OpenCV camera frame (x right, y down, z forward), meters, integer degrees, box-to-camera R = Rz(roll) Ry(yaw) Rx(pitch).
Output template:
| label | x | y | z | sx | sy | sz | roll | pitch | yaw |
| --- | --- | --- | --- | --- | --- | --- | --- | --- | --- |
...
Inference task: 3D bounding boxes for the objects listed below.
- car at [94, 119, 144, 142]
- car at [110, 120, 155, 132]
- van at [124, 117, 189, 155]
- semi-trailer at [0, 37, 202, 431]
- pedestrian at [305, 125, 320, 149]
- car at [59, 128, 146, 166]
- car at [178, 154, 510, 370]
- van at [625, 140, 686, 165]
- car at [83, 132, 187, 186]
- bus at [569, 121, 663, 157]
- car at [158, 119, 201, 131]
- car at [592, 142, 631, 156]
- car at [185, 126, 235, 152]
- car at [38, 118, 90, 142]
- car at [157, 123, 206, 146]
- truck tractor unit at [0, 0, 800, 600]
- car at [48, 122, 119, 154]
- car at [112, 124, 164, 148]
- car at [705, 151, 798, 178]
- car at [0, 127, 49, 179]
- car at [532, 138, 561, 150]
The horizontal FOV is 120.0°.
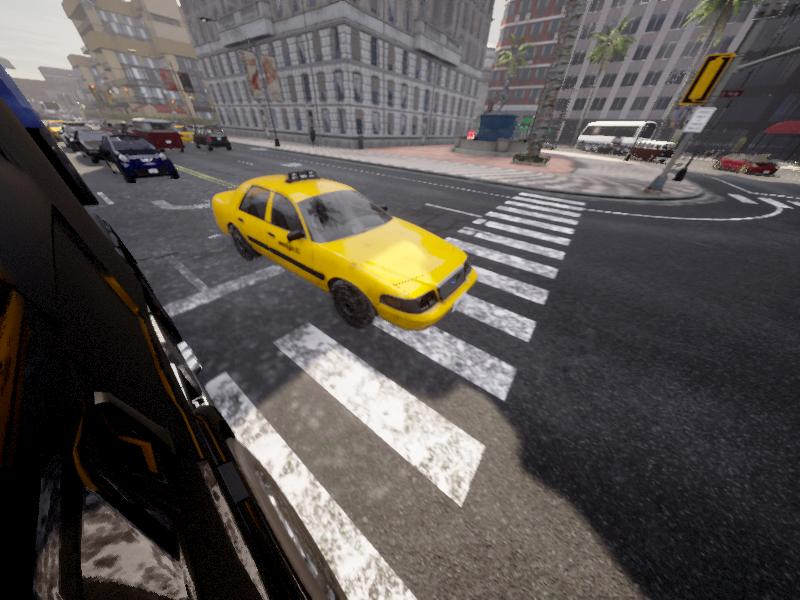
| label | x | y | z | sx | sy | sz | roll | pitch | yaw |
| --- | --- | --- | --- | --- | --- | --- | --- | --- | --- |
| car | -28.168 | -16.980 | 23.135 | 4.611 | 1.667 | 2.242 | 29 | 44 | 30 |
| car | -42.765 | -27.896 | 37.032 | 1.994 | 1.385 | 4.181 | 26 | 43 | 28 |
| van | -18.112 | -12.263 | 17.217 | 4.442 | 1.987 | 1.775 | 26 | 43 | 28 |
| semi-trailer | -8.745 | -3.574 | 4.180 | 14.254 | 4.402 | 2.717 | 28 | 43 | 29 |
| pedestrian | -8.248 | -15.463 | 21.938 | 0.751 | 1.860 | 0.751 | 31 | 45 | 32 |
| car | -17.170 | -8.914 | 13.298 | 5.357 | 1.411 | 2.033 | 26 | 43 | 28 |
| car | -1.359 | -1.294 | 3.976 | 5.366 | 1.575 | 1.801 | 26 | 43 | 28 |
| van | 29.790 | -17.475 | 27.218 | 2.069 | 2.038 | 4.480 | 4 | 37 | 1 |
| car | -11.110 | -6.033 | 9.725 | 3.633 | 1.501 | 1.845 | 26 | 43 | 28 |
| bus | 34.892 | -26.892 | 38.283 | 3.944 | 4.253 | 10.273 | -7 | 38 | -14 |
| car | -41.186 | -32.686 | 43.306 | 1.930 | 1.638 | 5.238 | 26 | 43 | 28 |
| car | 32.417 | -23.187 | 35.490 | 1.970 | 1.475 | 3.806 | -7 | 38 | -13 |
| car | -16.178 | -13.778 | 19.726 | 3.705 | 1.549 | 1.789 | 26 | 43 | 28 |
| car | -31.258 | -15.822 | 21.464 | 5.366 | 1.575 | 1.801 | 26 | 42 | 27 |
| car | -21.775 | -16.512 | 22.997 | 5.366 | 1.575 | 1.801 | 26 | 42 | 28 |
| truck tractor unit | -2.645 | -0.295 | 0.351 | 6.516 | 4.208 | 3.053 | 28 | 44 | 30 |
| car | -22.527 | -11.588 | 16.411 | 4.974 | 1.542 | 2.038 | 26 | 43 | 28 |
| car | -22.880 | -14.375 | 20.159 | 4.193 | 1.474 | 1.816 | 26 | 42 | 28 |
| car | 31.676 | -12.494 | 21.152 | 2.163 | 1.488 | 4.792 | 12 | 38 | 12 |
| car | -16.611 | -6.072 | 9.423 | 3.633 | 1.501 | 1.845 | 26 | 43 | 28 |
| car | 26.127 | -27.848 | 41.270 | 1.845 | 1.501 | 3.633 | -15 | 40 | -23 |
